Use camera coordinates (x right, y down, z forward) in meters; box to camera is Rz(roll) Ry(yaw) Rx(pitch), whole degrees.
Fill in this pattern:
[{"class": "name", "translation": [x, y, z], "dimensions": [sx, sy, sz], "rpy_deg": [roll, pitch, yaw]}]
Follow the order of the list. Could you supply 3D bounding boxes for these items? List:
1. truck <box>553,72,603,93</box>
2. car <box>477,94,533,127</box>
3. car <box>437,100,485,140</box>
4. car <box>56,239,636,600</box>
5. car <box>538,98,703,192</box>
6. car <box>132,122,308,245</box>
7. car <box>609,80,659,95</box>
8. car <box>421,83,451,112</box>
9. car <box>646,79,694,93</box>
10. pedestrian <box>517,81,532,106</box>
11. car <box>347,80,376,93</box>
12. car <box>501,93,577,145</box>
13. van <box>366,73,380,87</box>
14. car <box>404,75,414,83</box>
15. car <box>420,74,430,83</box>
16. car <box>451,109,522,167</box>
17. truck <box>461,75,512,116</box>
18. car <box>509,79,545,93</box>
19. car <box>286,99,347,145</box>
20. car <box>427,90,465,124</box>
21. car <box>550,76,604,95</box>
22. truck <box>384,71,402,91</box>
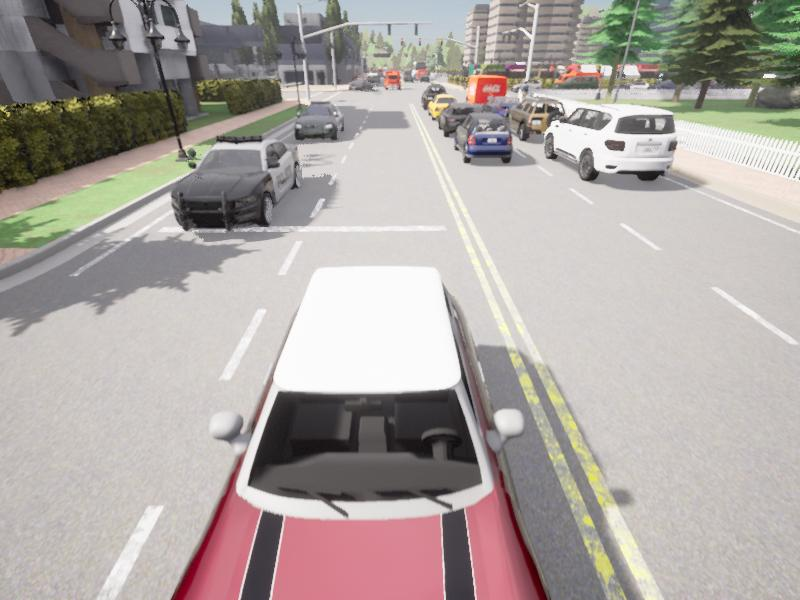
[{"class": "truck", "translation": [23.775, -29.182, 53.664], "dimensions": [5.204, 2.467, 2.627], "rpy_deg": [-1, 30, -2]}, {"class": "car", "translation": [6.464, -12.021, 25.192], "dimensions": [2.163, 1.488, 4.792], "rpy_deg": [0, 30, -1]}, {"class": "car", "translation": [3.029, -9.420, 20.735], "dimensions": [1.816, 1.474, 4.193], "rpy_deg": [0, 30, -1]}, {"class": "car", "translation": [-0.200, 0.953, 2.938], "dimensions": [1.970, 1.475, 3.806], "rpy_deg": [0, 30, -1]}, {"class": "car", "translation": [6.642, -5.326, 13.145], "dimensions": [2.150, 2.045, 5.566], "rpy_deg": [0, 30, -1]}, {"class": "car", "translation": [-3.807, -3.119, 9.758], "dimensions": [1.930, 1.638, 5.238], "rpy_deg": [0, 30, -1]}, {"class": "car", "translation": [29.787, -27.129, 51.068], "dimensions": [4.974, 1.542, 2.038], "rpy_deg": [-1, 30, -2]}, {"class": "car", "translation": [2.851, -16.660, 32.751], "dimensions": [1.932, 1.855, 4.605], "rpy_deg": [0, 30, -1]}, {"class": "car", "translation": [36.540, -29.072, 54.288], "dimensions": [4.856, 1.649, 2.033], "rpy_deg": [-1, 30, -2]}, {"class": "pedestrian", "translation": [10.579, -17.554, 33.956], "dimensions": [0.751, 1.860, 0.751], "rpy_deg": [0, 30, 0]}, {"class": "car", "translation": [-5.343, -30.089, 56.210], "dimensions": [1.812, 1.442, 4.674], "rpy_deg": [13, 33, 21]}, {"class": "car", "translation": [6.549, -8.904, 19.450], "dimensions": [1.932, 1.855, 4.605], "rpy_deg": [0, 30, -1]}, {"class": "van", "translation": [-4.708, -38.560, 70.157], "dimensions": [2.069, 2.038, 4.480], "rpy_deg": [0, 30, -1]}, {"class": "car", "translation": [2.015, -49.123, 88.855], "dimensions": [2.007, 1.525, 4.514], "rpy_deg": [0, 30, -1]}, {"class": "car", "translation": [5.508, -49.481, 89.286], "dimensions": [1.930, 1.638, 5.238], "rpy_deg": [0, 30, -1]}, {"class": "car", "translation": [3.113, -6.272, 15.256], "dimensions": [1.789, 1.549, 3.705], "rpy_deg": [0, 30, -1]}, {"class": "truck", "translation": [6.382, -15.660, 30.452], "dimensions": [2.627, 2.467, 5.204], "rpy_deg": [0, 30, -1]}, {"class": "car", "translation": [16.986, -28.722, 53.718], "dimensions": [3.988, 1.617, 1.851], "rpy_deg": [0, 30, 0]}, {"class": "car", "translation": [-3.959, -8.982, 19.923], "dimensions": [2.038, 1.542, 4.974], "rpy_deg": [0, 30, -1]}, {"class": "car", "translation": [2.940, -12.983, 26.741], "dimensions": [1.801, 1.575, 5.366], "rpy_deg": [0, 30, -1]}, {"class": "car", "translation": [22.341, -27.211, 50.693], "dimensions": [5.566, 2.045, 2.150], "rpy_deg": [-1, 30, -2]}, {"class": "truck", "translation": [-1.065, -33.142, 60.430], "dimensions": [2.627, 2.467, 5.204], "rpy_deg": [0, 30, -1]}]
